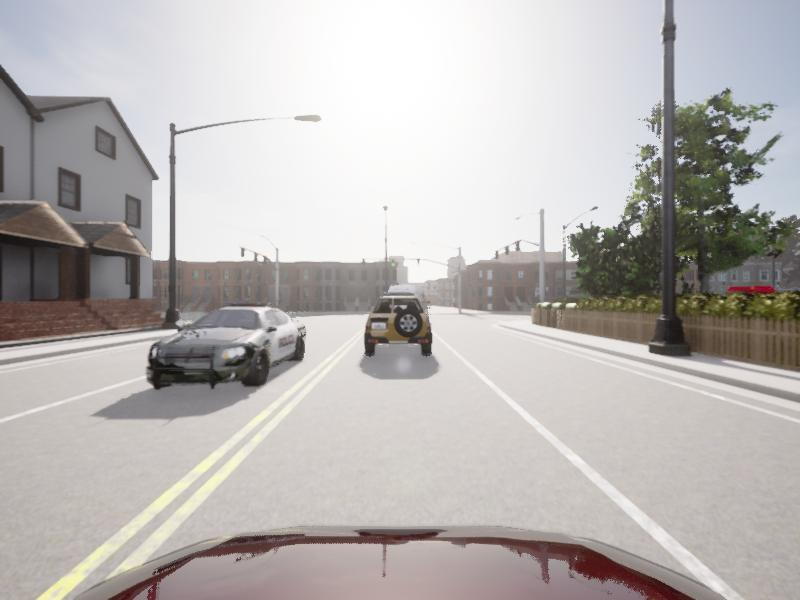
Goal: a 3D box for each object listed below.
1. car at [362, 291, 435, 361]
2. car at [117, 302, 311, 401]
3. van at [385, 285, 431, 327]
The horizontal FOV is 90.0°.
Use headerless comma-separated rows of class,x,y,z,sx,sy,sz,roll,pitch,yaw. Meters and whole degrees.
car,-0.062,0.670,12.899,1.932,1.855,4.605,0,0,0
car,-3.530,0.834,8.908,2.038,1.542,4.974,0,0,0
van,0.696,0.357,26.967,1.988,2.561,5.915,-1,0,12
